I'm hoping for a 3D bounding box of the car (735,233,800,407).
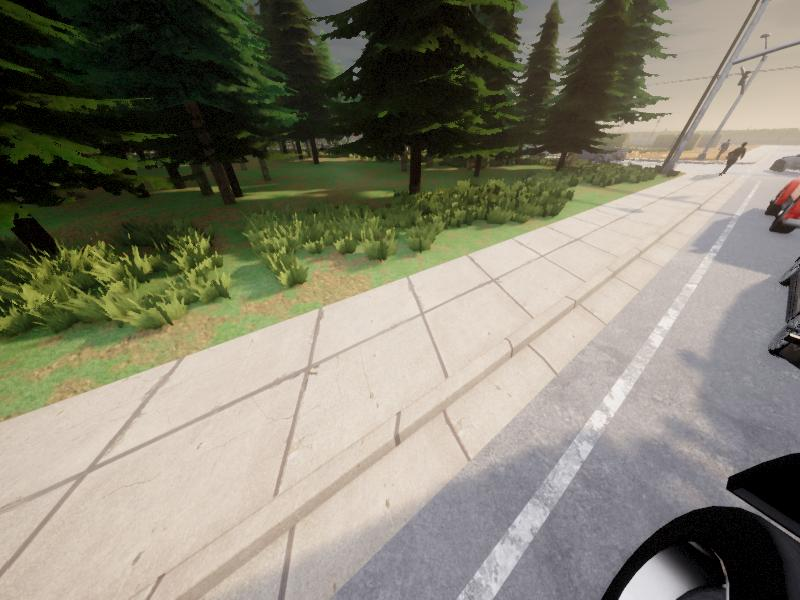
[{"bbox_3d":[6.440,-0.039,2.633,4.902,1.511,2.128,-22,41,-28],"label":"car"}]

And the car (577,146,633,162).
[{"bbox_3d":[23.059,-16.599,26.179,1.994,1.385,4.181,-22,41,-28],"label":"car"}]

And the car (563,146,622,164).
[{"bbox_3d":[20.227,-15.419,24.523,1.994,1.385,4.181,-22,41,-28],"label":"car"}]

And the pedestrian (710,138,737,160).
[{"bbox_3d":[33.566,-15.654,23.996,0.751,1.860,0.751,22,41,28],"label":"pedestrian"}]

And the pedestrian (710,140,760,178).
[{"bbox_3d":[20.034,-8.461,13.870,0.751,1.860,0.751,-13,37,-18],"label":"pedestrian"}]

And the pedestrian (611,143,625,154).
[{"bbox_3d":[31.915,-22.240,33.834,0.751,1.300,0.751,10,36,14],"label":"pedestrian"}]

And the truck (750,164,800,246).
[{"bbox_3d":[12.429,-3.012,5.959,5.204,2.467,2.627,-23,41,-28],"label":"truck"}]

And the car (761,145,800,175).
[{"bbox_3d":[29.185,-9.480,15.755,2.242,1.667,4.611,7,36,10],"label":"car"}]

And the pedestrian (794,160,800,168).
[{"bbox_3d":[34.438,-12.105,19.215,0.751,1.860,0.751,-29,44,-34],"label":"pedestrian"}]
